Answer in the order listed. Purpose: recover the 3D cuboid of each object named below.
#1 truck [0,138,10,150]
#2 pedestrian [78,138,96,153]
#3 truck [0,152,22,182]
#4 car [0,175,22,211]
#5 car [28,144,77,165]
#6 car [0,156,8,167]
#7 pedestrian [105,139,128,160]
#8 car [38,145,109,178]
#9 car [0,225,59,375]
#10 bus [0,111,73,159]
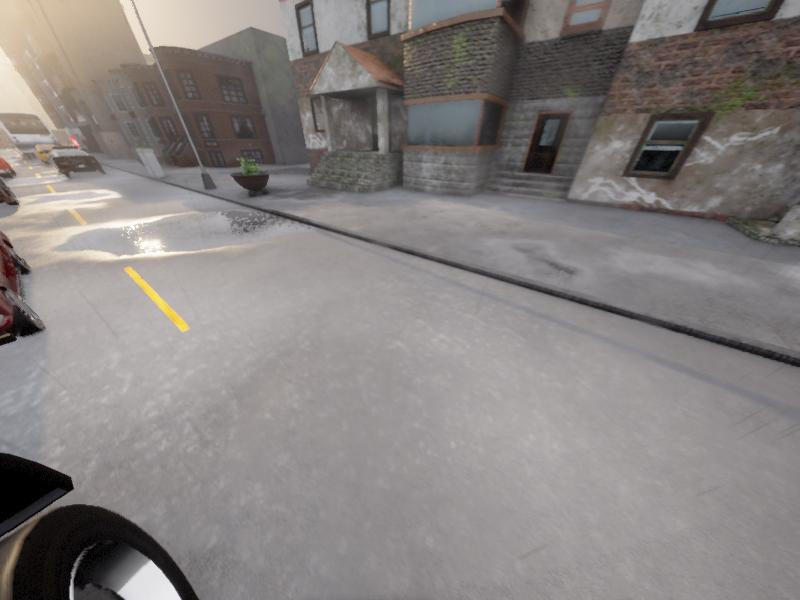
[{"bbox_3d":[-79.043,-29.163,41.365,2.891,3.827,8.468,22,41,28],"label":"truck"},{"bbox_3d":[-47.523,-23.541,35.112,0.751,1.860,0.751,22,41,28],"label":"pedestrian"},{"bbox_3d":[-25.918,-8.546,13.713,5.204,2.467,2.627,22,40,29],"label":"truck"},{"bbox_3d":[-16.533,-4.246,8.619,4.181,1.385,1.994,23,41,28],"label":"car"},{"bbox_3d":[-34.428,-14.495,22.880,5.008,1.535,1.882,22,41,28],"label":"car"},{"bbox_3d":[-36.663,-12.736,20.061,3.866,1.878,1.905,22,41,28],"label":"car"},{"bbox_3d":[-30.323,-16.132,24.730,0.751,1.860,0.751,22,41,28],"label":"pedestrian"},{"bbox_3d":[-23.087,-9.874,16.319,5.238,1.638,1.930,22,41,28],"label":"car"},{"bbox_3d":[-6.814,-0.217,3.042,4.718,1.301,1.895,22,41,28],"label":"car"},{"bbox_3d":[-45.796,-20.203,28.525,10.273,4.253,3.944,22,40,29],"label":"bus"}]
